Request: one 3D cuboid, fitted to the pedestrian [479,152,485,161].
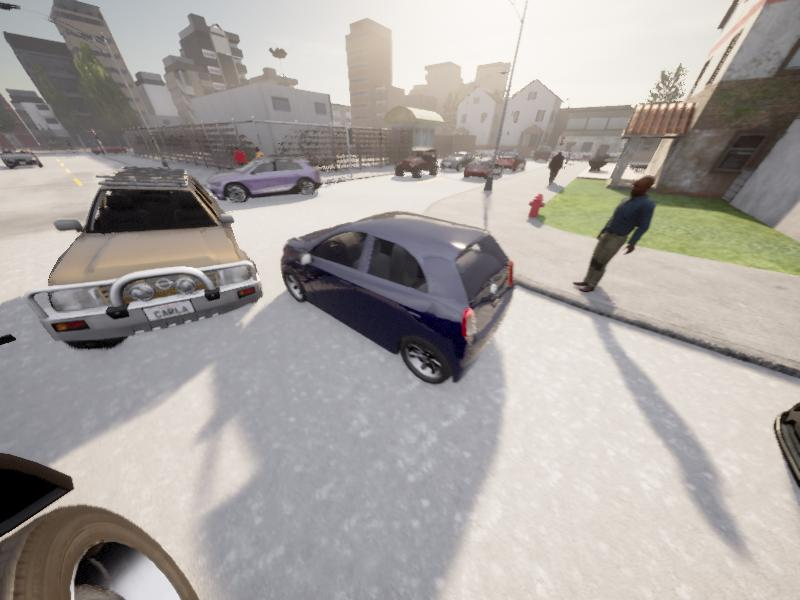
[{"bbox_3d":[11.475,-20.106,32.336,0.500,1.100,0.500,-14,37,-20],"label":"pedestrian"}]

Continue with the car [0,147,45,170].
[{"bbox_3d":[-32.900,-12.323,20.018,4.193,1.474,1.816,24,41,30],"label":"car"}]

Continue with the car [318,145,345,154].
[{"bbox_3d":[-14.367,-31.921,48.840,2.033,1.415,5.357,24,41,30],"label":"car"}]

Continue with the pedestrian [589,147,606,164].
[{"bbox_3d":[26.089,-19.116,30.500,0.751,1.860,0.751,-3,35,-6],"label":"pedestrian"}]

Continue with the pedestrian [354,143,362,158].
[{"bbox_3d":[-6.571,-23.356,36.037,0.751,1.860,0.751,15,37,20],"label":"pedestrian"}]

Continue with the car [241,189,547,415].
[{"bbox_3d":[-0.288,-0.509,3.431,3.633,1.501,1.845,24,41,30],"label":"car"}]

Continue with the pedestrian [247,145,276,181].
[{"bbox_3d":[-8.571,-8.476,14.326,0.751,1.860,0.751,16,37,21],"label":"pedestrian"}]

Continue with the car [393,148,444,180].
[{"bbox_3d":[1.442,-10.529,17.730,1.905,1.878,3.866,24,41,30],"label":"car"}]

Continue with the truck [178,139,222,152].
[{"bbox_3d":[-41.972,-32.506,48.653,2.390,2.098,6.274,24,41,30],"label":"truck"}]

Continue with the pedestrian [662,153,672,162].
[{"bbox_3d":[40.498,-21.560,35.029,0.500,1.100,0.500,24,41,30],"label":"pedestrian"}]

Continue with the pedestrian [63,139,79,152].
[{"bbox_3d":[-55.579,-26.082,39.018,0.751,1.860,0.751,19,38,24],"label":"pedestrian"}]

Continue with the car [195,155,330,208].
[{"bbox_3d":[-6.104,-5.692,10.772,4.856,1.649,2.033,-22,42,-30],"label":"car"}]

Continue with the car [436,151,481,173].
[{"bbox_3d":[5.786,-13.487,22.454,2.128,1.511,4.902,24,41,30],"label":"car"}]

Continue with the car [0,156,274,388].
[{"bbox_3d":[-4.020,-1.153,4.042,1.932,1.855,4.605,-17,39,-34],"label":"car"}]

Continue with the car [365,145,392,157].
[{"bbox_3d":[-3.731,-26.675,41.197,2.242,1.667,4.611,24,41,30],"label":"car"}]

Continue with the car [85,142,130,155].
[{"bbox_3d":[-46.899,-24.398,37.191,1.851,1.617,3.988,4,35,5],"label":"car"}]

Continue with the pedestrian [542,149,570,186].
[{"bbox_3d":[9.547,-8.110,14.171,0.751,1.860,0.751,24,41,30],"label":"pedestrian"}]

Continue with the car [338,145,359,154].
[{"bbox_3d":[-10.423,-30.489,46.727,1.845,1.501,3.633,24,41,30],"label":"car"}]

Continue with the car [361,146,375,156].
[{"bbox_3d":[-5.787,-27.078,41.925,1.481,1.379,2.207,24,41,30],"label":"car"}]

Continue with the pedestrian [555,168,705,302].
[{"bbox_3d":[3.378,-0.982,3.677,0.751,1.860,0.751,6,35,7],"label":"pedestrian"}]

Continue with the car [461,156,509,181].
[{"bbox_3d":[6.697,-10.366,18.057,1.994,1.385,4.181,23,40,29],"label":"car"}]

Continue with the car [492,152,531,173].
[{"bbox_3d":[10.985,-13.519,22.591,2.007,1.525,4.514,24,41,30],"label":"car"}]

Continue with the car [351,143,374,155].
[{"bbox_3d":[-6.957,-28.400,43.456,1.905,1.878,3.866,24,41,30],"label":"car"}]

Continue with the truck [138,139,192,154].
[{"bbox_3d":[-42.851,-28.165,42.320,2.390,2.098,6.274,24,41,30],"label":"truck"}]

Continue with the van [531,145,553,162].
[{"bbox_3d":[21.970,-22.779,35.877,1.775,1.987,4.442,11,36,14],"label":"van"}]

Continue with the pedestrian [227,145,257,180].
[{"bbox_3d":[-9.903,-8.661,14.568,0.751,1.860,0.751,17,38,22],"label":"pedestrian"}]

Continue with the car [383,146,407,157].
[{"bbox_3d":[-0.778,-25.816,40.126,1.816,1.474,4.193,24,41,30],"label":"car"}]

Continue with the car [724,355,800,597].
[{"bbox_3d":[4.456,1.597,0.393,3.988,1.617,1.851,24,41,30],"label":"car"}]

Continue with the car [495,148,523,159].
[{"bbox_3d":[19.649,-26.577,41.810,1.816,1.474,4.193,-22,41,-29],"label":"car"}]

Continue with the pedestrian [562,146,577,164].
[{"bbox_3d":[22.117,-18.910,30.111,0.751,1.860,0.751,7,35,9],"label":"pedestrian"}]
